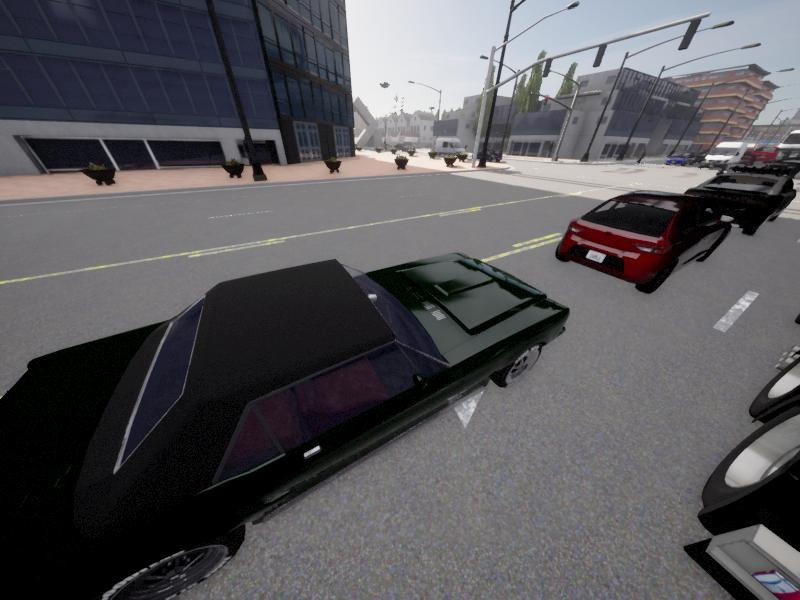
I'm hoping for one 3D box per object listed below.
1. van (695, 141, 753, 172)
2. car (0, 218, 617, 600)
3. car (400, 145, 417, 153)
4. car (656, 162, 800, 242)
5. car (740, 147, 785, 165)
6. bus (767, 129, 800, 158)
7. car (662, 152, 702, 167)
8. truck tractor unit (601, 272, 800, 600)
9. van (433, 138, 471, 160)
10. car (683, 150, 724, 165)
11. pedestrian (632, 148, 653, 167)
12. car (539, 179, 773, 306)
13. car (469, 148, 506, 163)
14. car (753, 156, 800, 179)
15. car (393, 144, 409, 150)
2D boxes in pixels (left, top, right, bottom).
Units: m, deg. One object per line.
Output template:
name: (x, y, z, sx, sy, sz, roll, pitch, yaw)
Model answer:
van: (35.447, -15.750, 25.278, 5.915, 2.561, 1.988, -19, 40, -27)
car: (-0.485, 0.414, 2.264, 4.718, 1.301, 1.895, -18, 39, -24)
car: (1.897, -34.281, 52.332, 2.033, 1.411, 5.357, -10, 36, -15)
car: (11.383, -3.491, 7.706, 5.238, 1.638, 1.930, -18, 39, -24)
car: (53.601, -21.388, 34.117, 5.566, 2.045, 2.150, -18, 39, -24)
bus: (75.087, -29.256, 43.281, 10.273, 4.253, 3.944, -18, 39, -24)
car: (35.442, -17.723, 29.072, 4.193, 1.474, 1.816, -17, 39, -24)
truck tractor unit: (5.123, -0.289, 0.764, 6.516, 4.208, 3.053, -18, 39, -24)
van: (7.771, -23.163, 35.280, 1.988, 2.561, 5.915, -17, 39, -24)
car: (42.697, -20.040, 32.457, 5.238, 1.638, 1.930, -17, 38, -24)
pedestrian: (27.798, -16.379, 26.553, 0.751, 1.860, 0.751, 13, 36, 16)
car: (5.386, -1.535, 4.957, 4.193, 1.474, 1.816, -18, 39, -24)
car: (11.386, -18.976, 30.231, 1.816, 1.474, 4.193, -17, 38, -24)
car: (33.966, -11.326, 19.692, 5.008, 1.535, 1.882, -5, 35, -9)
car: (0.297, -43.052, 64.974, 1.837, 1.490, 4.892, 24, 40, 29)
